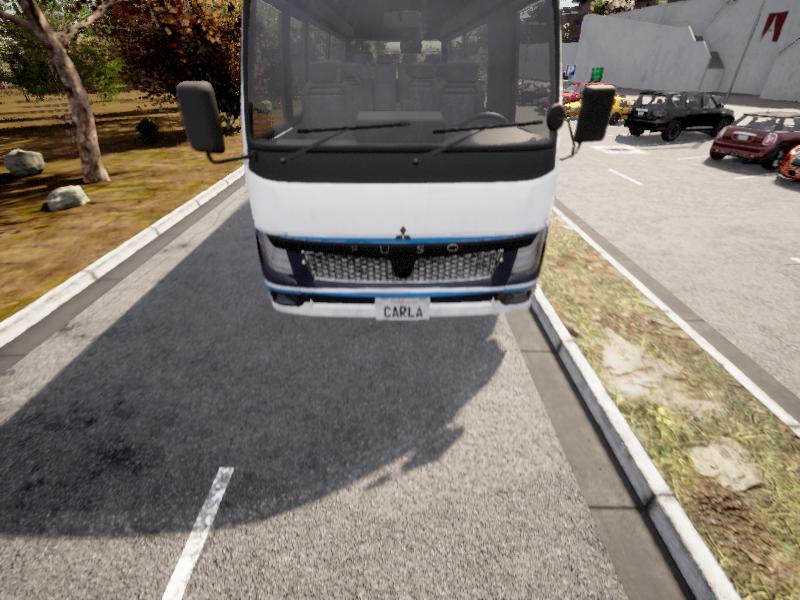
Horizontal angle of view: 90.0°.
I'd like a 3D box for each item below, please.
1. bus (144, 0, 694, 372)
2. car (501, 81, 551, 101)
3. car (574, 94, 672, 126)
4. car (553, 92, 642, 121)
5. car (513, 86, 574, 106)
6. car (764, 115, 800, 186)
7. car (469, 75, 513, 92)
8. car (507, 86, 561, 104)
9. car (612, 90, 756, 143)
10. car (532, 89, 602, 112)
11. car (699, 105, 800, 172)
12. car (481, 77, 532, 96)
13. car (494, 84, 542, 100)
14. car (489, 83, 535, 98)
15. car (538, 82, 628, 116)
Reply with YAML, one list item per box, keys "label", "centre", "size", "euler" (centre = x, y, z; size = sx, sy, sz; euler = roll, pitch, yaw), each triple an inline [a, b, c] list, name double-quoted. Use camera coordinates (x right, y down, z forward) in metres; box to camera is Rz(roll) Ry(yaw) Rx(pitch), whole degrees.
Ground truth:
- label: "bus"
  centre: [0.080, -3.610, 7.963]
  size: [3.944, 4.253, 10.273]
  euler: [0, 30, -1]
- label: "car"
  centre: [13.466, -22.370, 42.872]
  size: [4.553, 1.767, 2.185]
  euler: [-10, 32, -18]
- label: "car"
  centre: [13.768, -11.808, 24.781]
  size: [5.366, 1.575, 1.946]
  euler: [-10, 31, -18]
- label: "car"
  centre: [13.399, -13.245, 27.258]
  size: [5.366, 1.575, 1.946]
  euler: [-10, 32, -18]
- label: "car"
  centre: [13.473, -19.260, 37.726]
  size: [5.008, 1.535, 2.097]
  euler: [-10, 31, -18]
- label: "car"
  centre: [13.744, -4.352, 11.691]
  size: [4.553, 1.767, 2.185]
  euler: [-10, 32, -18]
- label: "car"
  centre: [13.272, -31.552, 58.345]
  size: [5.566, 2.045, 2.435]
  euler: [-10, 33, -18]
- label: "car"
  centre: [13.459, -20.722, 40.347]
  size: [4.674, 1.452, 2.002]
  euler: [-10, 32, -18]
- label: "car"
  centre: [13.669, -8.993, 19.418]
  size: [5.566, 2.045, 2.435]
  euler: [-10, 31, -18]
- label: "car"
  centre: [13.500, -16.237, 32.524]
  size: [4.792, 1.488, 2.163]
  euler: [-10, 32, -18]
- label: "car"
  centre: [13.659, -5.857, 14.270]
  size: [4.553, 1.767, 2.185]
  euler: [-10, 32, -18]
- label: "car"
  centre: [13.393, -27.005, 50.601]
  size: [5.566, 2.045, 2.435]
  euler: [-10, 32, -18]
- label: "car"
  centre: [13.413, -23.721, 45.543]
  size: [4.674, 1.452, 2.002]
  euler: [-10, 32, -18]
- label: "car"
  centre: [13.413, -25.253, 48.152]
  size: [4.792, 1.488, 2.163]
  euler: [-10, 32, -18]
- label: "car"
  centre: [13.528, -14.982, 29.781]
  size: [5.566, 2.045, 2.435]
  euler: [-10, 32, -18]
